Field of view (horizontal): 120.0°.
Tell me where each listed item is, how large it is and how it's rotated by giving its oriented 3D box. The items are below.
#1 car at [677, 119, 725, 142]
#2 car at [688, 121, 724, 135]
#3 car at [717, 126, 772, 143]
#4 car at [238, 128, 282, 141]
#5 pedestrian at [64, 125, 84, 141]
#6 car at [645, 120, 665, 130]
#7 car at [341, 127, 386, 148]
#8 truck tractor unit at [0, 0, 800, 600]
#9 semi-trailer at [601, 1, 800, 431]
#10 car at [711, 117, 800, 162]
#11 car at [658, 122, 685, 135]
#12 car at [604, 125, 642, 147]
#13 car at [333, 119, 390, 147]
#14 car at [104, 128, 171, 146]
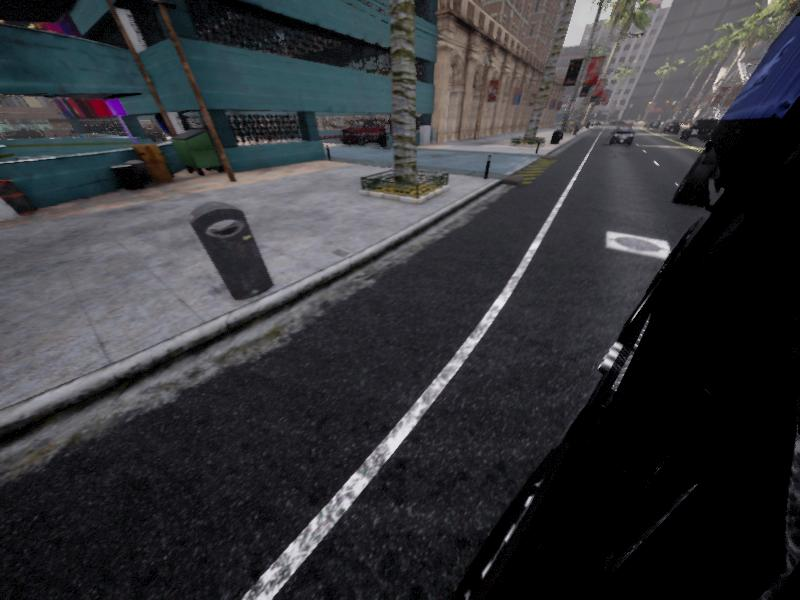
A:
[{"bbox_3d":[32.399,-18.392,25.022,1.905,1.878,3.866,23,44,28],"label":"car"},{"bbox_3d":[44.619,-25.188,33.840,1.882,1.535,5.008,23,44,28],"label":"car"},{"bbox_3d":[35.783,-17.396,24.175,1.895,1.301,4.718,23,44,28],"label":"car"},{"bbox_3d":[-19.215,-22.900,31.897,1.895,1.301,4.718,23,44,28],"label":"car"},{"bbox_3d":[-47.432,-24.323,33.651,0.751,1.860,0.751,23,44,28],"label":"pedestrian"},{"bbox_3d":[56.298,-38.854,51.122,2.033,1.649,4.856,24,44,28],"label":"car"},{"bbox_3d":[-3.642,-16.895,23.871,2.007,1.523,4.514,23,44,28],"label":"car"},{"bbox_3d":[2.645,-0.295,0.351,6.516,4.208,3.053,-28,43,-30],"label":"truck tractor unit"},{"bbox_3d":[8.483,-3.707,4.482,14.254,4.402,2.717,-31,47,-33],"label":"semi-trailer"},{"bbox_3d":[23.374,-10.586,15.021,2.150,2.045,5.566,23,44,28],"label":"car"},{"bbox_3d":[42.533,-27.039,36.325,1.812,1.442,4.674,23,44,28],"label":"car"},{"bbox_3d":[21.063,-15.666,21.998,1.845,1.501,3.633,20,42,24],"label":"car"},{"bbox_3d":[-3.680,-17.175,23.593,2.435,2.045,5.566,23,44,28],"label":"car"},{"bbox_3d":[-31.798,-19.955,28.172,2.128,1.511,4.902,23,44,28],"label":"car"}]
